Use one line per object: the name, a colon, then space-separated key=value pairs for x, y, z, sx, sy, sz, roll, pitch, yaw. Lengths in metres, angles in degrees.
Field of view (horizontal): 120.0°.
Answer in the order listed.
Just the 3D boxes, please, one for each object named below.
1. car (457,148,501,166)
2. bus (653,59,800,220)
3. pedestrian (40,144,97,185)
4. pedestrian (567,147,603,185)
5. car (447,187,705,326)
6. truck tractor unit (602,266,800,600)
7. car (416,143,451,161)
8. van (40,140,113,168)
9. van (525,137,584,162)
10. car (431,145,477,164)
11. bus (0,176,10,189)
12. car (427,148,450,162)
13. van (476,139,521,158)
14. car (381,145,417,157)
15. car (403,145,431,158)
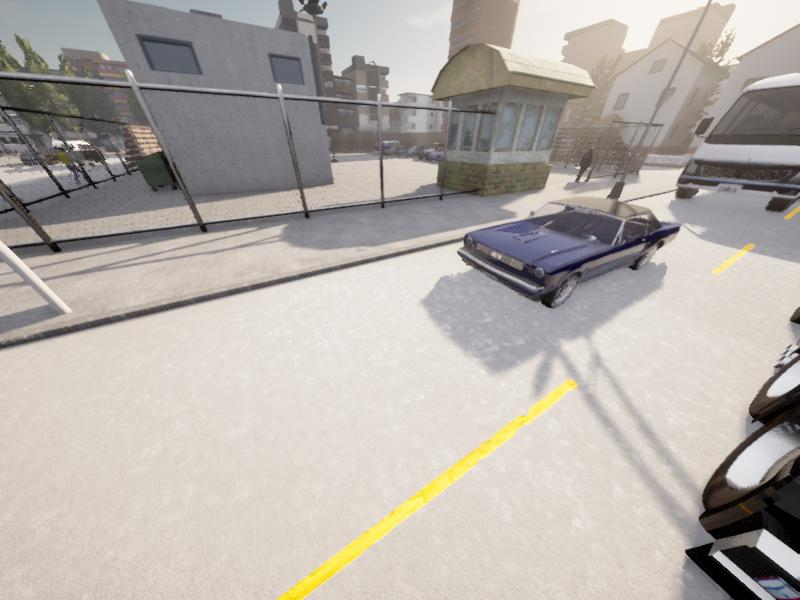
car: x=8.379 y=-15.224 z=24.499 sx=4.193 sy=1.474 sz=1.816 roll=-18 pitch=39 yaw=-24
bus: x=17.043 y=-6.708 z=10.079 sx=10.273 sy=4.253 sz=3.944 roll=-16 pitch=38 yaw=-25
pedestrian: x=-17.934 y=-7.341 z=12.572 sx=0.751 sy=1.860 sz=0.751 roll=-6 pitch=35 yaw=-8
pedestrian: x=10.821 y=-7.885 z=13.571 sx=0.751 sy=1.860 sz=0.751 roll=-15 pitch=38 yaw=-20
car: x=3.519 y=-1.259 z=4.706 sx=4.718 sy=1.301 sz=1.895 roll=-17 pitch=38 yaw=-23
truck tractor unit: x=5.109 y=-0.304 z=0.774 sx=6.516 sy=4.208 sz=3.053 roll=-18 pitch=39 yaw=-24
car: x=4.239 y=-18.935 z=29.502 sx=3.866 sy=1.878 sz=1.905 roll=-18 pitch=39 yaw=-24
van: x=-29.868 y=-13.674 z=21.637 sx=2.069 sy=2.038 sz=4.480 roll=-19 pitch=37 yaw=-25
van: x=20.499 y=-20.309 z=31.130 sx=1.988 sy=2.561 sz=5.915 roll=-19 pitch=39 yaw=-26
car: x=6.159 y=-16.647 z=26.409 sx=4.611 sy=1.667 sz=2.242 roll=-18 pitch=39 yaw=-24
bus: x=-19.839 y=-4.509 z=6.642 sx=3.944 sy=4.253 sz=10.273 roll=-18 pitch=40 yaw=-25
car: x=4.567 y=-17.447 z=27.730 sx=2.207 sy=1.379 sz=1.481 roll=-18 pitch=39 yaw=-24
van: x=15.870 y=-24.951 z=37.875 sx=2.351 sy=2.431 sz=6.366 roll=-19 pitch=39 yaw=-25
car: x=-0.201 y=-23.755 z=36.806 sx=5.357 sy=1.415 sz=2.033 roll=-18 pitch=39 yaw=-24
car: x=2.490 y=-21.598 z=33.616 sx=3.633 sy=1.501 sz=1.845 roll=-18 pitch=39 yaw=-24
